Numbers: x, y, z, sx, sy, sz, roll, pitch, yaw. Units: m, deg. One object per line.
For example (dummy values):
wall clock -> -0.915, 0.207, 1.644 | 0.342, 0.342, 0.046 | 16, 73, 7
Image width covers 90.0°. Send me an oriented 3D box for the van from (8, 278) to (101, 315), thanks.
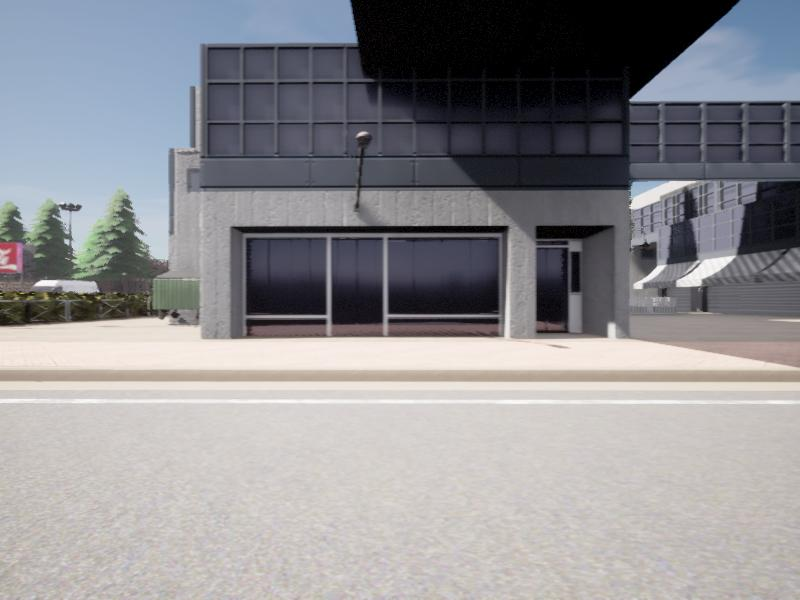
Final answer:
van -> -26.192, -0.247, 30.723 | 1.988, 2.561, 5.915 | 0, 0, 1
